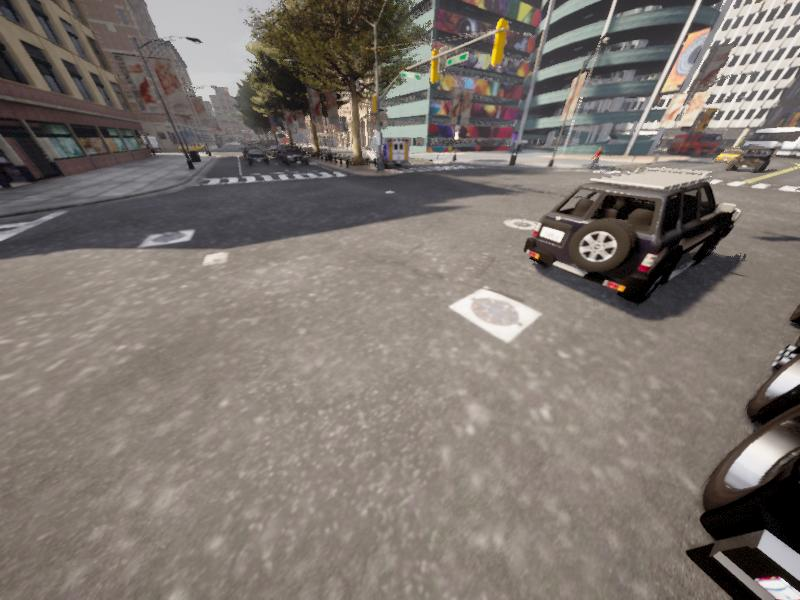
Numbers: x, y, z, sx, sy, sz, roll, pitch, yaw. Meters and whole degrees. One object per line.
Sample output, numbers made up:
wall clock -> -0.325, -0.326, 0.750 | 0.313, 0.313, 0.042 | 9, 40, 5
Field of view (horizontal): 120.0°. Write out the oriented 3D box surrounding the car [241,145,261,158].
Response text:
car -> -21.888, -21.778, 33.806 | 1.837, 1.490, 4.892 | -19, 39, -25

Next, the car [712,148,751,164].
car -> 41.890, -18.220, 29.184 | 5.366, 1.575, 1.801 | -20, 40, -27

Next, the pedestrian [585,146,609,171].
pedestrian -> 17.555, -12.606, 20.610 | 0.751, 1.860, 0.751 | -20, 40, -26

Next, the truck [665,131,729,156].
truck -> 57.260, -30.538, 45.055 | 2.891, 3.827, 8.468 | 10, 36, 14

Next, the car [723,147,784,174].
car -> 31.775, -12.634, 20.791 | 3.866, 1.878, 1.905 | -19, 39, -25

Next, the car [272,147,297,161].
car -> -14.907, -18.849, 29.769 | 1.994, 1.385, 4.181 | -18, 39, -25

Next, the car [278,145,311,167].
car -> -11.261, -15.384, 24.555 | 2.242, 1.667, 4.611 | -18, 39, -24

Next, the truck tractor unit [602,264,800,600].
truck tractor unit -> 5.110, -0.301, 0.783 | 6.516, 4.208, 3.053 | -18, 39, -24

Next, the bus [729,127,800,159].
bus -> 66.498, -27.657, 40.622 | 3.944, 4.253, 10.273 | 10, 36, 14

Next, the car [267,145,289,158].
car -> -18.256, -22.213, 34.449 | 2.128, 1.511, 4.902 | -18, 39, -25

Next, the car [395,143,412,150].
car -> 0.781, -38.514, 57.911 | 2.161, 1.482, 4.786 | -18, 39, -25

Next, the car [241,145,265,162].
car -> -18.574, -18.556, 29.176 | 2.007, 1.525, 4.514 | -18, 39, -25

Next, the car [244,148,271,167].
car -> -15.193, -15.238, 24.510 | 1.812, 1.442, 4.674 | -18, 39, -24

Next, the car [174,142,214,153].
car -> -40.792, -30.336, 45.863 | 1.801, 1.575, 5.366 | 27, 43, 32

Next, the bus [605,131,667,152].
bus -> 63.412, -43.004, 62.655 | 3.944, 4.253, 10.273 | -11, 36, -16

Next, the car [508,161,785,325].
car -> 4.744, -1.525, 4.598 | 4.605, 1.855, 1.932 | -19, 39, -24

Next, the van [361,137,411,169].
van -> -1.562, -15.241, 23.773 | 2.351, 2.431, 6.366 | -18, 39, -24
